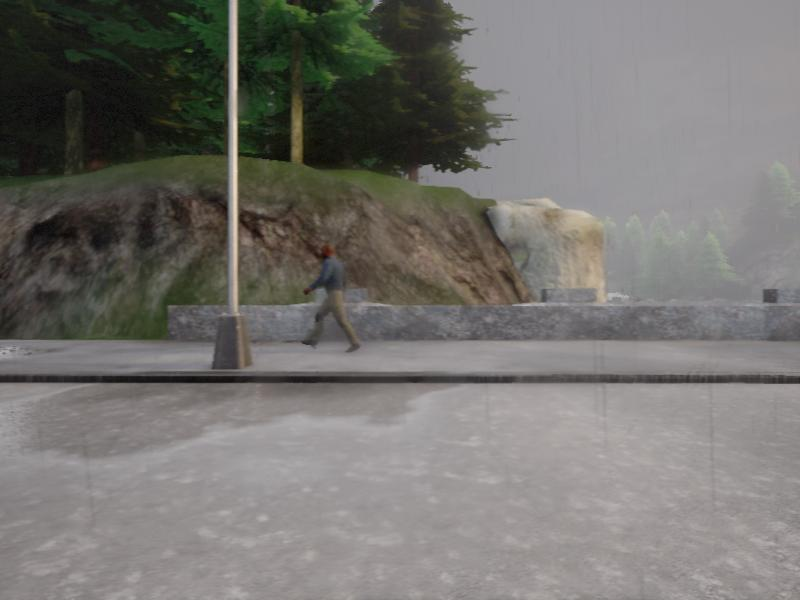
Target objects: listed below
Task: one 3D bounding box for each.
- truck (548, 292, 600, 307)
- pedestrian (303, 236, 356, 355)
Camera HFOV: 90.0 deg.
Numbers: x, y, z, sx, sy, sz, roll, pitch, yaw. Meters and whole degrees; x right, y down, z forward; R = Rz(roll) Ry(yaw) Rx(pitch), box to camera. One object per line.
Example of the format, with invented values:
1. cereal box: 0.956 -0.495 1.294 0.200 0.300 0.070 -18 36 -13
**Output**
1. truck: 24.343 -0.057 56.116 6.274 2.098 2.390 0 0 0
2. pedestrian: -1.145 -0.068 6.631 0.751 1.860 0.751 0 0 1
